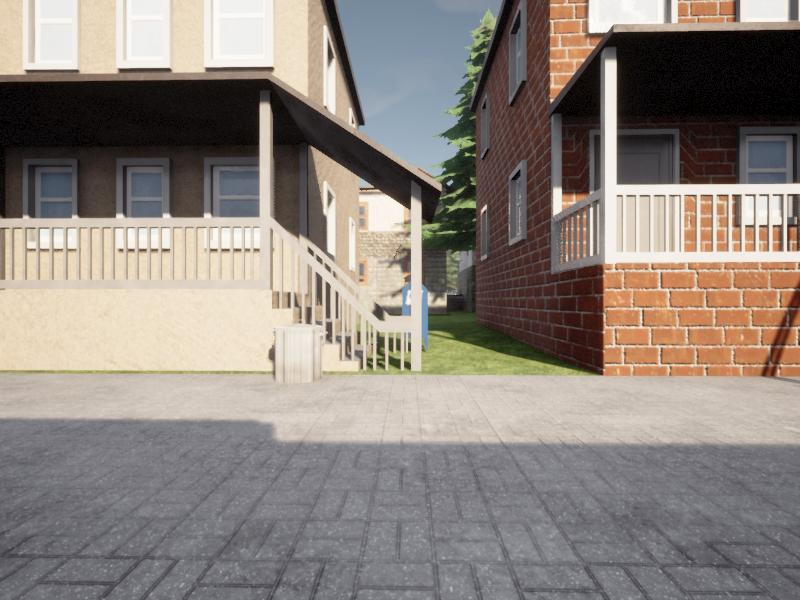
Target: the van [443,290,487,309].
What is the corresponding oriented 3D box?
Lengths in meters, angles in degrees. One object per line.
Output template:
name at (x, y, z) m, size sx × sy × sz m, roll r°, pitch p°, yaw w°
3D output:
van at (7.062, -0.028, 43.867) m, size 4.480 × 2.038 × 2.069 m, roll 0°, pitch 0°, yaw 1°
